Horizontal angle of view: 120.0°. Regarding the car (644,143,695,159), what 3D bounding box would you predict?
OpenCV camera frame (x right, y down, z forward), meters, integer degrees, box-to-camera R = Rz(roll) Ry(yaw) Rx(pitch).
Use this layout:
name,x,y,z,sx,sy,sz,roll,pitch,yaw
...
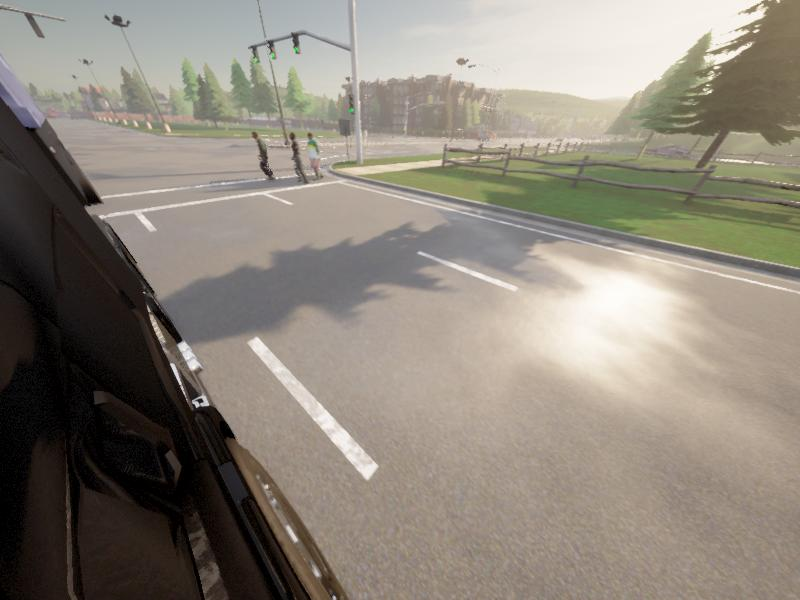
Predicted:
name,x,y,z,sx,sy,sz,roll,pitch,yaw
car,41.920,-23.340,36.138,4.856,1.649,2.033,28,44,30

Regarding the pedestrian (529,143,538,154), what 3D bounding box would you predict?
name,x,y,z,sx,sy,sz,roll,pitch,yaw
pedestrian,15.950,-18.084,27.616,0.500,1.100,0.500,31,45,33

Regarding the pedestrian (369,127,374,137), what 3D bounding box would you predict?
name,x,y,z,sx,sy,sz,roll,pitch,yaw
pedestrian,-6.501,-38.026,52.228,0.751,1.860,0.751,32,45,33

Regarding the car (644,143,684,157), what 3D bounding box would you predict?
name,x,y,z,sx,sy,sz,roll,pitch,yaw
car,43.881,-25.027,38.531,3.988,1.617,1.851,28,44,30

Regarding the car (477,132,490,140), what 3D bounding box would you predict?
name,x,y,z,sx,sy,sz,roll,pitch,yaw
car,25.345,-49.502,69.865,1.905,1.878,3.866,28,44,30

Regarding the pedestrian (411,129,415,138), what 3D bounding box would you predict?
name,x,y,z,sx,sy,sz,roll,pitch,yaw
pedestrian,3.539,-44.948,62.369,0.751,1.860,0.751,31,45,32

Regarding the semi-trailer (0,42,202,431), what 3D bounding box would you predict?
name,x,y,z,sx,sy,sz,roll,pitch,yaw
semi-trailer,-8.698,-3.604,4.229,14.254,4.402,2.717,28,44,30

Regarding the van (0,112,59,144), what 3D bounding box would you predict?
name,x,y,z,sx,sy,sz,roll,pitch,yaw
van,-31.193,-14.614,19.561,4.442,1.987,1.775,28,44,30

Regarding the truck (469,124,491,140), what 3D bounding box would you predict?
name,x,y,z,sx,sy,sz,roll,pitch,yaw
truck,25.694,-53.783,73.972,2.891,3.827,8.468,28,44,30

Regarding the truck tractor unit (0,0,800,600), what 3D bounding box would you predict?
name,x,y,z,sx,sy,sz,roll,pitch,yaw
truck tractor unit,-2.645,-0.295,0.351,6.516,4.208,3.053,28,44,30

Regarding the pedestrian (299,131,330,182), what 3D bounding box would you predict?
name,x,y,z,sx,sy,sz,roll,pitch,yaw
pedestrian,-3.877,-6.538,10.546,0.751,1.860,0.751,31,45,32

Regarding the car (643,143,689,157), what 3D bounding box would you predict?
name,x,y,z,sx,sy,sz,roll,pitch,yaw
car,46.449,-26.395,40.510,5.027,1.651,2.152,28,44,30

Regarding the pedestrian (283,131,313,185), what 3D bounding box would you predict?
name,x,y,z,sx,sy,sz,roll,pitch,yaw
pedestrian,-4.256,-5.926,9.708,0.751,1.860,0.751,-10,39,-17

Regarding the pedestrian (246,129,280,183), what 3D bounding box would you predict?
name,x,y,z,sx,sy,sz,roll,pitch,yaw
pedestrian,-5.813,-6.101,9.842,0.751,1.860,0.751,-16,41,-24

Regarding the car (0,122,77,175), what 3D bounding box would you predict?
name,x,y,z,sx,sy,sz,roll,pitch,yaw
car,-17.729,-7.282,10.910,5.027,1.651,2.152,28,44,30
